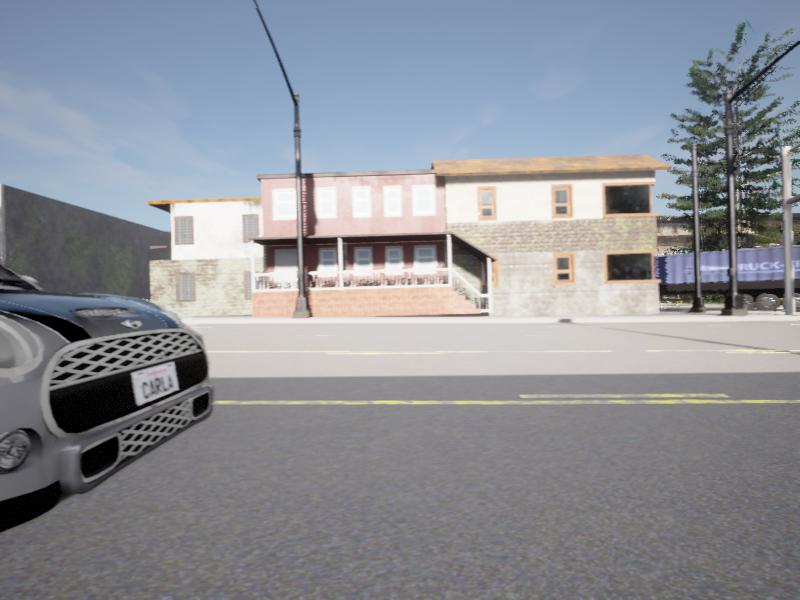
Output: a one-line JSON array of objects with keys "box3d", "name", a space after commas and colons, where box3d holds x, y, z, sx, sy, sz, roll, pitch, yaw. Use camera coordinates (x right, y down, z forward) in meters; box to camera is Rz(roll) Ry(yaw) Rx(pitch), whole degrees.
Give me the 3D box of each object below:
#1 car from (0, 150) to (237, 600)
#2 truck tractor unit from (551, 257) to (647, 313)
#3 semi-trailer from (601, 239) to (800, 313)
[{"box3d": [-3.200, 0.254, 2.192, 3.806, 1.475, 1.970, 0, 0, 0], "name": "car"}, {"box3d": [16.496, -1.126, 33.460, 6.516, 4.208, 3.053, -2, 0, 45], "name": "truck tractor unit"}, {"box3d": [22.120, -1.387, 27.890, 14.254, 4.402, 2.717, -2, 0, 45], "name": "semi-trailer"}]
